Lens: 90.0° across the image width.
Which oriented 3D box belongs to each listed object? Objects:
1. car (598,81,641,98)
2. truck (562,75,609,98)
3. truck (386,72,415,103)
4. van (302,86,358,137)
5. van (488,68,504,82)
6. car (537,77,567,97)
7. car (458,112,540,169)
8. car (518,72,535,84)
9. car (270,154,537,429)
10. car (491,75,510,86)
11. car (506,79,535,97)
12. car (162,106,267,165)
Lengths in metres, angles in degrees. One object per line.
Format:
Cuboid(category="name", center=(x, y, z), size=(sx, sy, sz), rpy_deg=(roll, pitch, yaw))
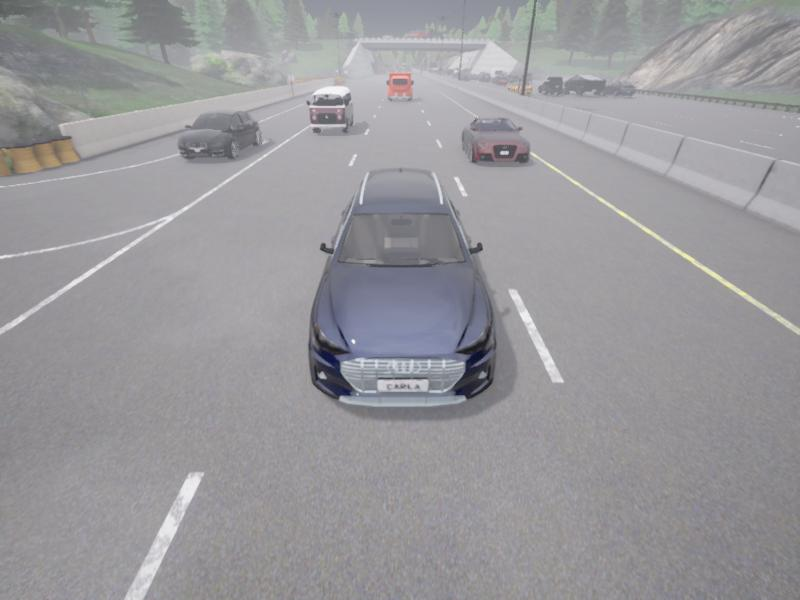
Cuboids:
Cuboid(category="car", center=(24.516, -23.662, 44.873), size=(2.128, 1.511, 4.902), rpy_deg=(0, 30, 0))
Cuboid(category="truck", center=(21.016, -24.522, 45.758), size=(2.390, 2.098, 6.274), rpy_deg=(0, 30, 0))
Cuboid(category="truck", center=(0.014, -20.747, 38.947), size=(2.627, 2.467, 5.204), rpy_deg=(0, 30, 0))
Cuboid(category="van", center=(-3.487, -9.933, 20.916), size=(2.069, 2.038, 4.480), rpy_deg=(0, 30, 0))
Cuboid(category="van", center=(21.031, -49.420, 87.775), size=(1.988, 2.561, 5.915), rpy_deg=(0, 30, 0))
Cuboid(category="car", center=(17.516, -24.748, 46.349), size=(1.905, 1.878, 3.866), rpy_deg=(0, 30, 0))
Cuboid(category="car", center=(3.506, -6.096, 15.033), size=(1.994, 1.385, 4.181), rpy_deg=(0, 30, 0))
Cuboid(category="car", center=(24.525, -43.009, 77.525), size=(1.905, 1.878, 3.866), rpy_deg=(0, 30, 0))
Cuboid(category="car", center=(0.016, -0.690, 5.551), size=(2.033, 1.649, 4.856), rpy_deg=(0, 30, 0))
Cuboid(category="car", center=(17.523, -38.371, 69.961), size=(2.007, 1.525, 4.514), rpy_deg=(0, 30, 0))
Cuboid(category="car", center=(14.015, -24.930, 46.968), size=(1.801, 1.575, 5.366), rpy_deg=(0, 30, 0))
Cuboid(category="car", center=(-6.994, -6.608, 15.783), size=(1.837, 1.490, 4.892), rpy_deg=(0, 30, 0))
